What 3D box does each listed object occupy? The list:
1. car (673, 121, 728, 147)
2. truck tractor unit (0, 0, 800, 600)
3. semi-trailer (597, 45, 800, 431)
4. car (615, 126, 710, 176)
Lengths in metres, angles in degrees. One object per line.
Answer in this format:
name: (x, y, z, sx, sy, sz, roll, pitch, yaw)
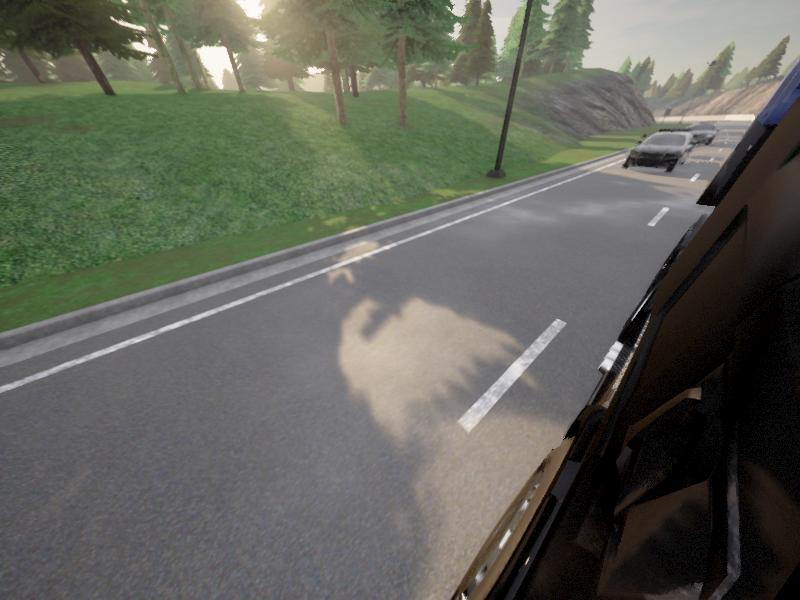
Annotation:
car: (25.893, -14.341, 19.890, 4.974, 1.542, 2.038, -29, 45, -30)
truck tractor unit: (2.645, -0.295, 0.351, 6.516, 4.208, 3.053, -28, 44, -30)
semi-trailer: (8.718, -3.583, 4.223, 14.254, 4.402, 2.717, -28, 44, -30)
car: (13.206, -7.603, 11.577, 5.238, 1.638, 1.930, -28, 44, -30)
